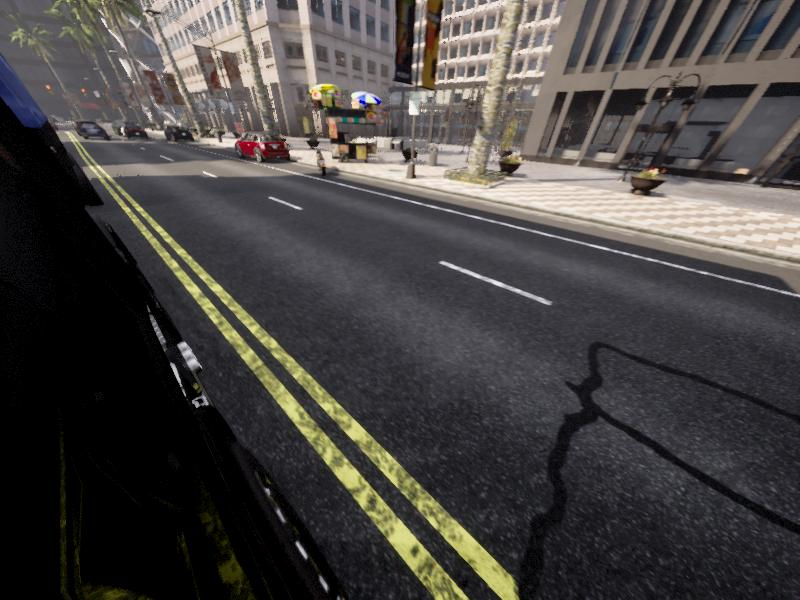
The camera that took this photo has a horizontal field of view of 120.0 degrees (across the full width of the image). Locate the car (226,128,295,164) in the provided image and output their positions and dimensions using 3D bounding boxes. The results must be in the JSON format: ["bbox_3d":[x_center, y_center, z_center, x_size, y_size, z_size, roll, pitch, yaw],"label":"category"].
[{"bbox_3d":[-9.886,-10.961,16.365,4.553,1.767,2.185,28,43,30],"label":"car"}]

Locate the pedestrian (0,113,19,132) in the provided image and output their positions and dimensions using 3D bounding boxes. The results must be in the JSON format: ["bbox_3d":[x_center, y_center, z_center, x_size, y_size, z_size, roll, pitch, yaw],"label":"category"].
[{"bbox_3d":[-50.281,-22.671,29.521,0.751,1.860,0.751,19,39,20],"label":"pedestrian"}]

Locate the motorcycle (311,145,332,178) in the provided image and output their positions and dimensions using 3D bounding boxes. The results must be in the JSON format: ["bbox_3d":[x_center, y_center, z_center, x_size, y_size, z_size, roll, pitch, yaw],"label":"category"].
[{"bbox_3d":[-4.361,-7.686,12.766,0.764,1.277,2.356,-11,38,-17],"label":"motorcycle"}]

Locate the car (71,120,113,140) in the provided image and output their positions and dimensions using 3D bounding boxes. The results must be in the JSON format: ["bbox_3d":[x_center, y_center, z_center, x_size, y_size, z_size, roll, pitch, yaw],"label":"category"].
[{"bbox_3d":[-34.192,-18.845,25.611,4.856,1.649,2.033,28,44,30],"label":"car"}]

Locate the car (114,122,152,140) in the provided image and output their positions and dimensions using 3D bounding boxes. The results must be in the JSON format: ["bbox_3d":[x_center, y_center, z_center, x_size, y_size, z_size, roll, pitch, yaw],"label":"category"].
[{"bbox_3d":[-33.243,-21.033,28.712,4.974,1.542,2.038,28,43,30],"label":"car"}]

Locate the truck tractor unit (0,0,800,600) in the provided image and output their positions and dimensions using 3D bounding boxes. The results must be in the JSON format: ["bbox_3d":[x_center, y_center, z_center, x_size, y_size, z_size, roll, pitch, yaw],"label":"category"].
[{"bbox_3d":[-2.645,-0.295,0.351,6.516,4.208,3.053,28,44,30],"label":"truck tractor unit"}]

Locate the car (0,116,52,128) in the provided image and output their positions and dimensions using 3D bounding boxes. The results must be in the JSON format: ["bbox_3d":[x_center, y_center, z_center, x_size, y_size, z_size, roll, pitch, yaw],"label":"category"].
[{"bbox_3d":[-63.637,-29.890,38.865,2.033,1.411,5.357,4,36,2],"label":"car"}]

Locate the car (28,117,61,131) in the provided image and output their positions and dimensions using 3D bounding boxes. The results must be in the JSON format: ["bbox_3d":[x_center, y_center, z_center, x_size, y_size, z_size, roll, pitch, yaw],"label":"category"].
[{"bbox_3d":[-54.735,-27.142,35.644,4.792,1.488,2.163,28,44,30],"label":"car"}]

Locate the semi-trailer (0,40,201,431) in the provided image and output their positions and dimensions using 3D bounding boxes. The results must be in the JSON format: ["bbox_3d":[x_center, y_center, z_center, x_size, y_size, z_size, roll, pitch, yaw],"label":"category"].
[{"bbox_3d":[-8.701,-3.587,4.249,14.254,4.402,2.717,28,43,30],"label":"semi-trailer"}]

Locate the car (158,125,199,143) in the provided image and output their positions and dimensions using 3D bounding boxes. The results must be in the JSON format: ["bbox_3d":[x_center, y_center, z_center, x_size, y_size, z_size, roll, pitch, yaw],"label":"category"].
[{"bbox_3d":[-26.512,-19.871,27.616,4.792,1.488,2.163,28,43,30],"label":"car"}]
